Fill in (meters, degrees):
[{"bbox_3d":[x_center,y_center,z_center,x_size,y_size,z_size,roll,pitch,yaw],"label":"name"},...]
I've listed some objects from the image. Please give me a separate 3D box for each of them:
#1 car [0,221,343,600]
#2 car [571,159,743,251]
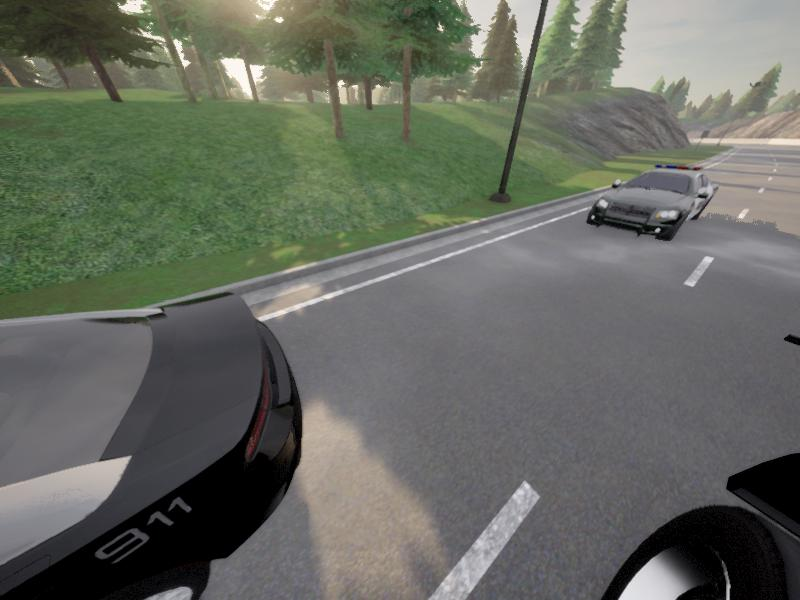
[{"bbox_3d":[-3.130,1.272,0.703,5.238,1.638,1.930,-22,41,-28],"label":"car"},{"bbox_3d":[7.753,-3.131,6.955,4.974,1.542,2.038,-23,41,-28],"label":"car"}]
